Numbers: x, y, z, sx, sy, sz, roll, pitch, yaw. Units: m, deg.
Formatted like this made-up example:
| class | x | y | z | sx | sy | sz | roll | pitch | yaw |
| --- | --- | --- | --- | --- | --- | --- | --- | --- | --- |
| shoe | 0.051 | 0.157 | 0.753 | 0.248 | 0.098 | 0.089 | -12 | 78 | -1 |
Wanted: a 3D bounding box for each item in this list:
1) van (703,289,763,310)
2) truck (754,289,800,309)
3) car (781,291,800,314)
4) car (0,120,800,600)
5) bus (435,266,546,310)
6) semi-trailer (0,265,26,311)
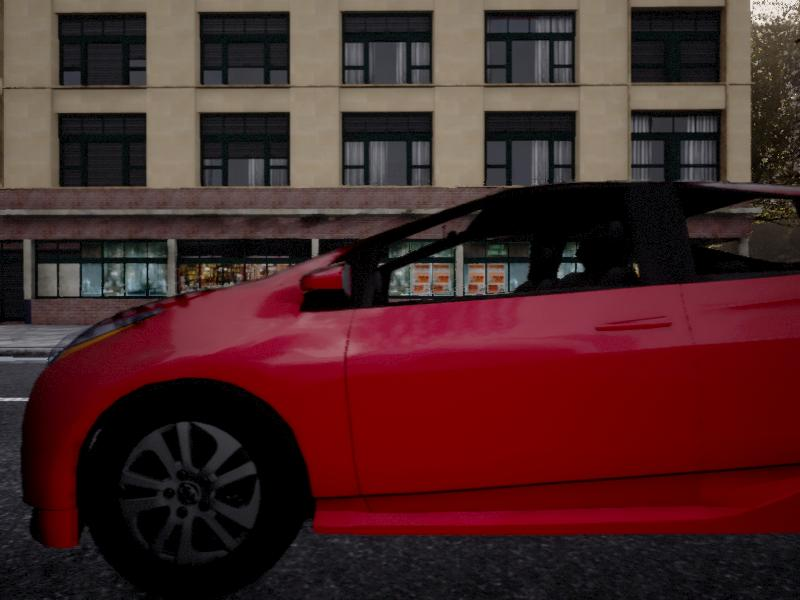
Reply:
| class | x | y | z | sx | sy | sz | roll | pitch | yaw |
| --- | --- | --- | --- | --- | --- | --- | --- | --- | --- |
| van | 33.113 | -0.038 | 39.887 | 4.442 | 1.987 | 1.775 | 0 | 0 | 0 |
| truck | 42.503 | -0.106 | 43.277 | 6.274 | 2.098 | 2.390 | 0 | 0 | 0 |
| car | 29.014 | 0.170 | 26.790 | 1.801 | 1.575 | 5.366 | 0 | 0 | 0 |
| car | 0.751 | 0.228 | 2.193 | 4.514 | 1.525 | 2.007 | 0 | 0 | 1 |
| bus | 8.797 | -1.143 | 40.215 | 10.273 | 4.253 | 3.944 | 0 | 0 | 0 |
| semi-trailer | -40.032 | -1.169 | 34.288 | 2.717 | 4.402 | 14.254 | 0 | 0 | 0 |
